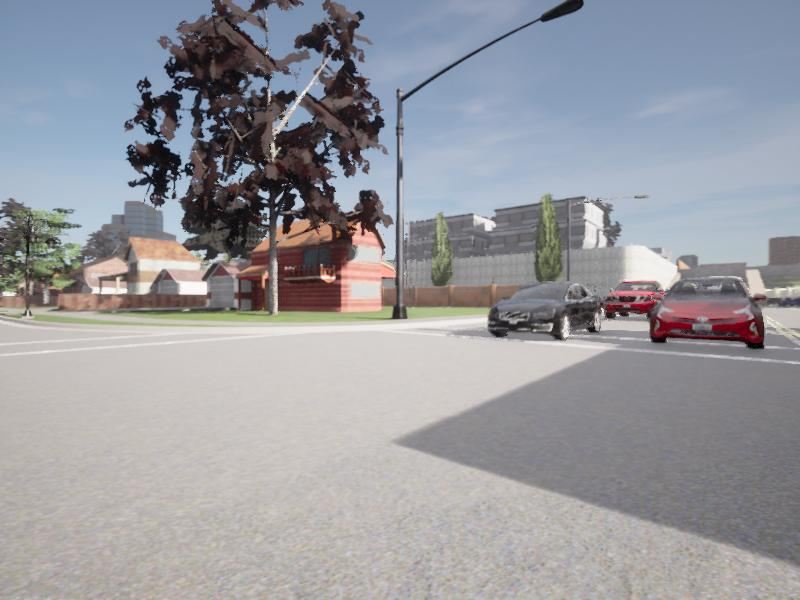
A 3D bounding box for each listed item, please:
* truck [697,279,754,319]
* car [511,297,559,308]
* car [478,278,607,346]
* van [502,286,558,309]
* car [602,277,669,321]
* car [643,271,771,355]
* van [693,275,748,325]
[{"bbox_3d":[19.550,-0.062,23.930,2.390,2.098,6.274,0,0,41],"label":"truck"},{"bbox_3d":[17.013,0.287,50.455,5.357,1.411,2.033,0,0,40],"label":"car"},{"bbox_3d":[4.228,0.244,11.274,1.837,1.490,4.892,0,0,40],"label":"car"},{"bbox_3d":[15.314,-0.285,47.315,5.915,2.561,1.988,0,0,39],"label":"van"},{"bbox_3d":[12.609,-0.032,21.193,2.150,2.045,5.566,0,0,40],"label":"car"},{"bbox_3d":[7.404,0.229,9.614,2.007,1.525,4.514,0,0,40],"label":"car"},{"bbox_3d":[14.515,-0.001,18.078,1.775,1.987,4.442,0,0,40],"label":"van"}]
